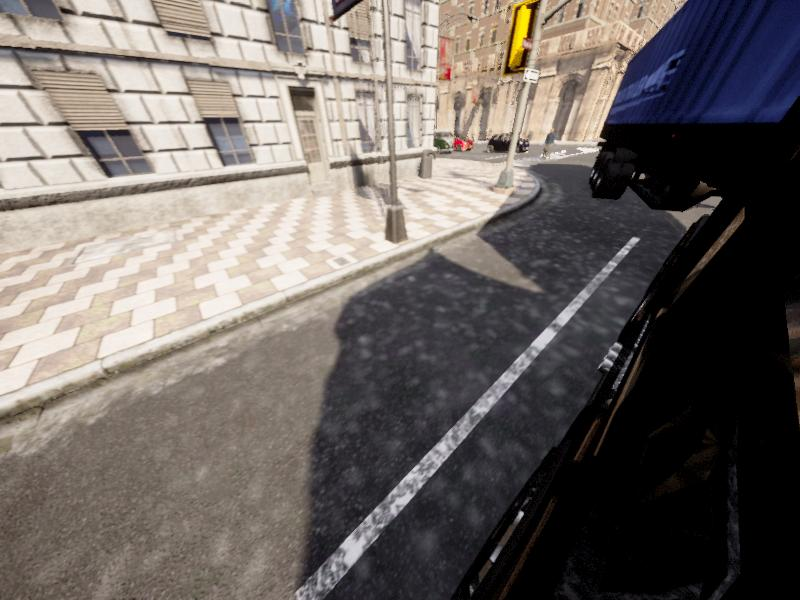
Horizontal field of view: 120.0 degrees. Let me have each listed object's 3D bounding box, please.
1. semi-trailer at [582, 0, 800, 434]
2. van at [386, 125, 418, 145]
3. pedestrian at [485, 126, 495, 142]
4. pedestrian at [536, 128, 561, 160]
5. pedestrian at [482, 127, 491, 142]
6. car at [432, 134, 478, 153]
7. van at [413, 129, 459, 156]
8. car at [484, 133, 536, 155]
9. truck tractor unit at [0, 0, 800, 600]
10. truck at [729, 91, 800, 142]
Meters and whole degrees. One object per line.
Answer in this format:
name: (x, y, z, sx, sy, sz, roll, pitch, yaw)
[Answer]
semi-trailer: (7.126, -4.327, 5.358, 2.717, 4.402, 14.254, 18, 41, 24)
van: (0.278, -27.823, 39.068, 1.988, 2.561, 5.915, -28, 43, -30)
pedestrian: (13.354, -24.642, 34.356, 0.751, 1.860, 0.751, -25, 42, -28)
pedestrian: (10.526, -11.064, 16.408, 0.751, 1.860, 0.751, -27, 43, -30)
pedestrian: (13.211, -25.326, 35.289, 0.751, 1.860, 0.751, -30, 45, -32)
car: (5.878, -17.192, 25.256, 2.007, 1.525, 4.514, -28, 44, -31)
van: (3.460, -15.790, 23.101, 1.775, 1.987, 4.442, -28, 44, -31)
car: (10.004, -14.427, 21.300, 1.845, 1.501, 3.633, -28, 44, -31)
truck tractor unit: (2.645, -0.295, 0.351, 6.516, 4.208, 3.053, -28, 44, -30)
truck: (39.417, -19.637, 24.869, 8.468, 3.827, 2.891, -28, 44, -30)
